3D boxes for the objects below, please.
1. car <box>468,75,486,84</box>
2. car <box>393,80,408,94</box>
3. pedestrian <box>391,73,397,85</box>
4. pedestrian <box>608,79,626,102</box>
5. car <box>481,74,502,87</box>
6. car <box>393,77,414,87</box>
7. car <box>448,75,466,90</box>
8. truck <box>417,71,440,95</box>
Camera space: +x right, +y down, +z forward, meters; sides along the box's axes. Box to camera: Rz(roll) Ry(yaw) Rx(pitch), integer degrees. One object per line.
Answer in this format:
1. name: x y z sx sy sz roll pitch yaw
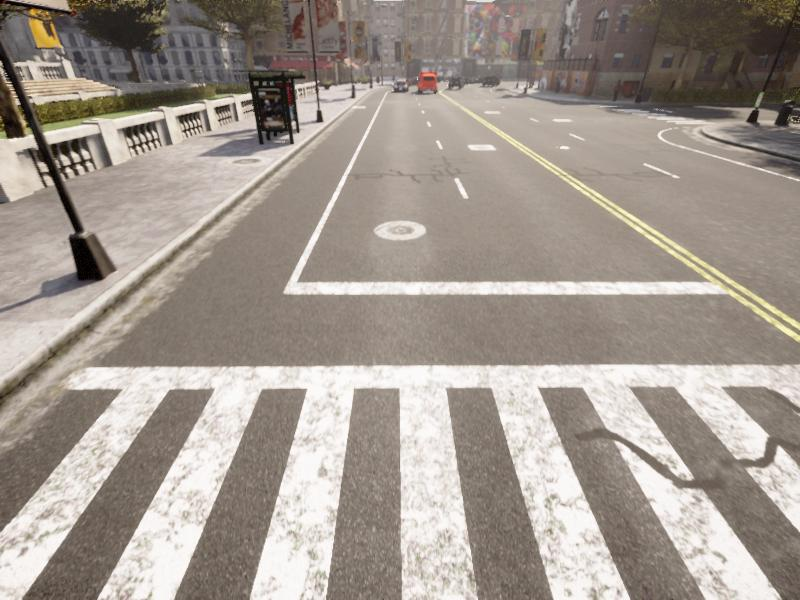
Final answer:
1. car: 15.287 -43.581 79.180 1.970 1.475 3.806 20 36 31
2. car: 0.098 -28.166 52.807 1.970 1.475 3.806 0 30 1
3. pedestrian: -1.098 -39.879 72.031 0.751 1.860 0.751 16 34 25
4. pedestrian: 19.882 -19.189 36.639 0.751 1.860 0.751 -12 33 -20
5. car: 15.583 -37.230 67.836 1.932 1.855 4.605 16 34 26
6. car: 0.610 -36.887 67.662 2.002 1.452 4.674 10 32 17
7. car: 8.653 -33.163 60.878 1.932 1.855 4.605 8 31 13
8. truck: 3.519 -27.570 50.717 2.627 2.467 5.204 0 30 1
